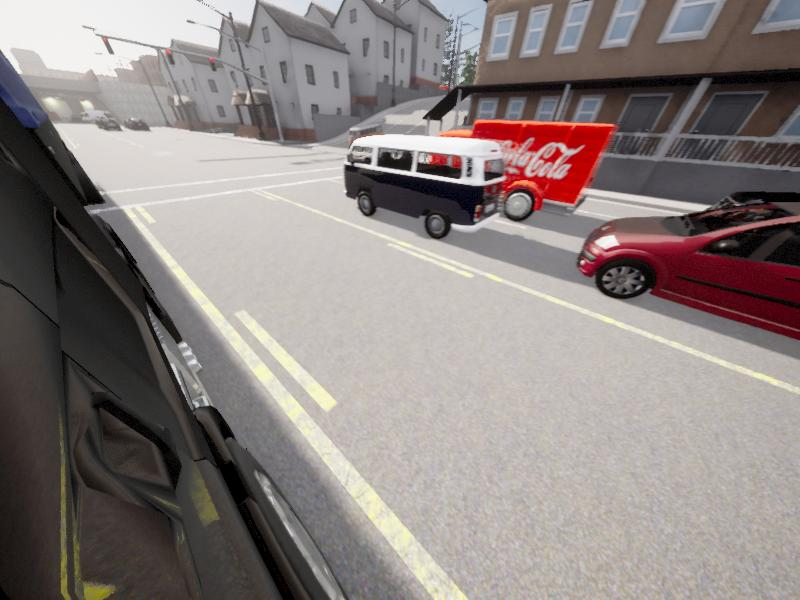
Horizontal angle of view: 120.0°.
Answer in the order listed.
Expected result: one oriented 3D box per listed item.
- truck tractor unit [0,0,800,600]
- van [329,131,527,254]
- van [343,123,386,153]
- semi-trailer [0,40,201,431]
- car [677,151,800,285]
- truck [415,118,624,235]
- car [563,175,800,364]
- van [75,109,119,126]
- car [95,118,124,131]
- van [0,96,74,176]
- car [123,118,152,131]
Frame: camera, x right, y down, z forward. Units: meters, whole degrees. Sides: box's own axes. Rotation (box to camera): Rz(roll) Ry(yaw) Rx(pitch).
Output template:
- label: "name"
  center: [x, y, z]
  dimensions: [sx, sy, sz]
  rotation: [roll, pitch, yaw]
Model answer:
- label: "truck tractor unit"
  center: [-2.645, -0.295, 0.351]
  dimensions: [6.516, 4.208, 3.053]
  rotation: [28, 44, 30]
- label: "van"
  center: [0.452, -3.214, 6.280]
  dimensions: [4.480, 2.038, 2.069]
  rotation: [28, 44, 30]
- label: "van"
  center: [-3.835, -18.092, 25.650]
  dimensions: [1.775, 1.987, 4.442]
  rotation: [27, 52, 29]
- label: "semi-trailer"
  center: [-8.678, -3.619, 4.248]
  dimensions: [14.254, 4.402, 2.717]
  rotation: [28, 44, 30]
- label: "car"
  center: [9.514, -1.096, 4.029]
  dimensions: [5.566, 2.045, 2.150]
  rotation: [28, 44, 30]
- label: "truck"
  center: [3.438, -4.436, 7.749]
  dimensions: [5.204, 2.467, 2.627]
  rotation: [29, 44, 31]
- label: "car"
  center: [5.144, -0.530, 3.358]
  dimensions: [3.988, 1.617, 1.851]
  rotation: [28, 44, 30]
- label: "van"
  center: [-68.192, -41.080, 52.060]
  dimensions: [5.915, 2.561, 1.988]
  rotation: [4, 37, 1]
- label: "car"
  center: [-45.918, -27.761, 36.539]
  dimensions: [4.514, 1.525, 2.007]
  rotation: [28, 44, 30]
- label: "van"
  center: [-17.646, -7.604, 10.568]
  dimensions: [5.915, 2.561, 1.988]
  rotation: [28, 44, 30]
- label: "car"
  center: [-44.881, -30.001, 39.480]
  dimensions: [4.611, 1.667, 2.242]
  rotation: [28, 44, 30]
